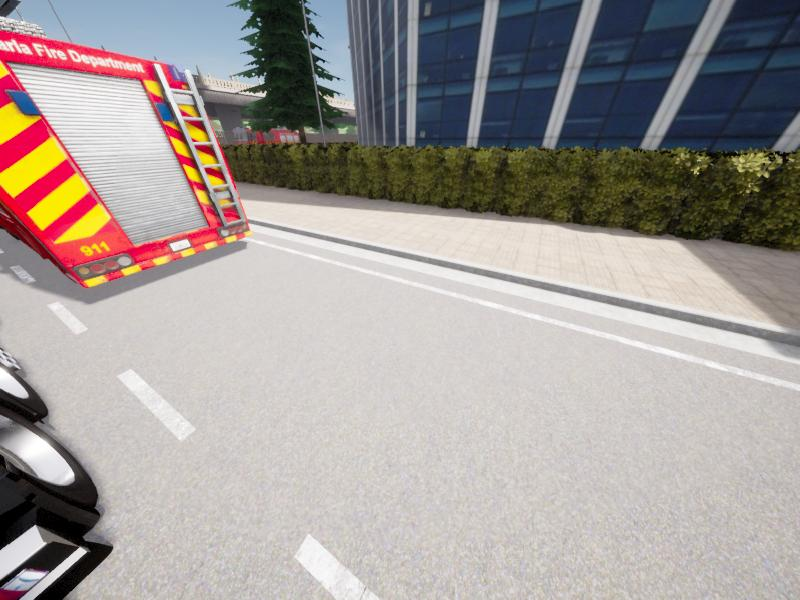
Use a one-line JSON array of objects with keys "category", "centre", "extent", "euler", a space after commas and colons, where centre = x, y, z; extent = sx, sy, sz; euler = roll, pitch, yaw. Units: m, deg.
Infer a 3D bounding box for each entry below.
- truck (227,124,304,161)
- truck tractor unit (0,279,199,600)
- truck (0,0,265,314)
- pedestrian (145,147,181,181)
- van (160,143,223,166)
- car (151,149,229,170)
[{"category": "truck", "centre": [-18.210, -22.055, 32.354], "extent": [2.891, 3.827, 8.468], "euler": [17, 38, 23]}, {"category": "truck tractor unit", "centre": [-5.136, -0.274, 0.741], "extent": [6.516, 4.208, 3.053], "euler": [17, 39, 23]}, {"category": "truck", "centre": [-7.824, -3.227, 5.344], "extent": [8.468, 3.827, 2.891], "euler": [17, 38, 23]}, {"category": "pedestrian", "centre": [-15.501, -8.921, 15.154], "extent": [0.751, 1.860, 0.751], "euler": [19, 39, 25]}, {"category": "van", "centre": [-22.969, -16.263, 25.684], "extent": [1.775, 1.987, 4.442], "euler": [17, 38, 23]}, {"category": "car", "centre": [-20.746, -14.176, 23.188], "extent": [2.033, 1.411, 5.357], "euler": [17, 38, 23]}]
